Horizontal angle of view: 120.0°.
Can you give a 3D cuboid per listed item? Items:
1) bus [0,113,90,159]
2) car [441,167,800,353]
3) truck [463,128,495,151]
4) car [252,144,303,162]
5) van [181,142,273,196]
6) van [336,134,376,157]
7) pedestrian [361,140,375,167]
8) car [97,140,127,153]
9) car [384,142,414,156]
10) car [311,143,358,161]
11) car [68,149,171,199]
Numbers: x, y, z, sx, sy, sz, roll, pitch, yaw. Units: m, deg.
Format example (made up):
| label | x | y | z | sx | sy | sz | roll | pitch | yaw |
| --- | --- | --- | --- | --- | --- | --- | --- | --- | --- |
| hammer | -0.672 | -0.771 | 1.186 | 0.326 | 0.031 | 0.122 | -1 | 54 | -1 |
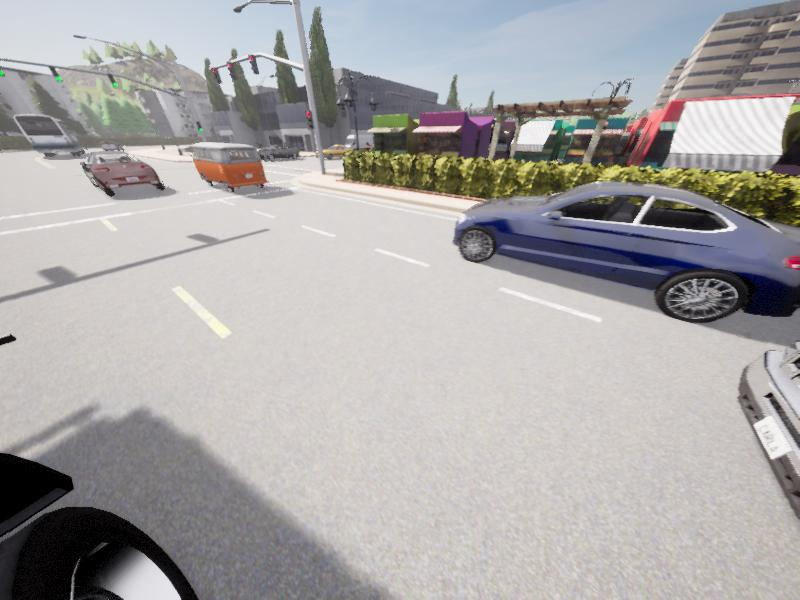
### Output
| label | x | y | z | sx | sy | sz | roll | pitch | yaw |
| --- | --- | --- | --- | --- | --- | --- | --- | --- | --- |
| bus | -46.177 | -21.732 | 30.719 | 3.944 | 4.253 | 10.273 | -30 | 45 | -35 |
| car | 3.637 | -1.350 | 4.453 | 5.027 | 1.651 | 2.152 | 23 | 41 | 29 |
| truck | 16.885 | -34.032 | 49.051 | 2.891 | 3.827 | 8.468 | 24 | 41 | 30 |
| car | -13.906 | -16.875 | 26.442 | 2.007 | 1.525 | 4.514 | 24 | 42 | 30 |
| van | -8.887 | -6.864 | 11.868 | 4.442 | 1.987 | 1.775 | 24 | 41 | 29 |
| van | -6.329 | -22.929 | 34.224 | 1.988 | 2.561 | 5.915 | 24 | 41 | 30 |
| pedestrian | -2.668 | -12.317 | 19.462 | 0.751 | 1.860 | 0.751 | 23 | 41 | 29 |
| car | -48.053 | -25.698 | 38.628 | 1.851 | 1.617 | 3.988 | -19 | 40 | -26 |
| car | -0.082 | -23.870 | 36.437 | 1.801 | 1.575 | 5.366 | 24 | 42 | 30 |
| car | -7.799 | -18.121 | 28.213 | 1.801 | 1.575 | 5.366 | 25 | 42 | 30 |
| car | -14.074 | -6.467 | 11.576 | 5.027 | 1.651 | 2.152 | 24 | 41 | 30 |
